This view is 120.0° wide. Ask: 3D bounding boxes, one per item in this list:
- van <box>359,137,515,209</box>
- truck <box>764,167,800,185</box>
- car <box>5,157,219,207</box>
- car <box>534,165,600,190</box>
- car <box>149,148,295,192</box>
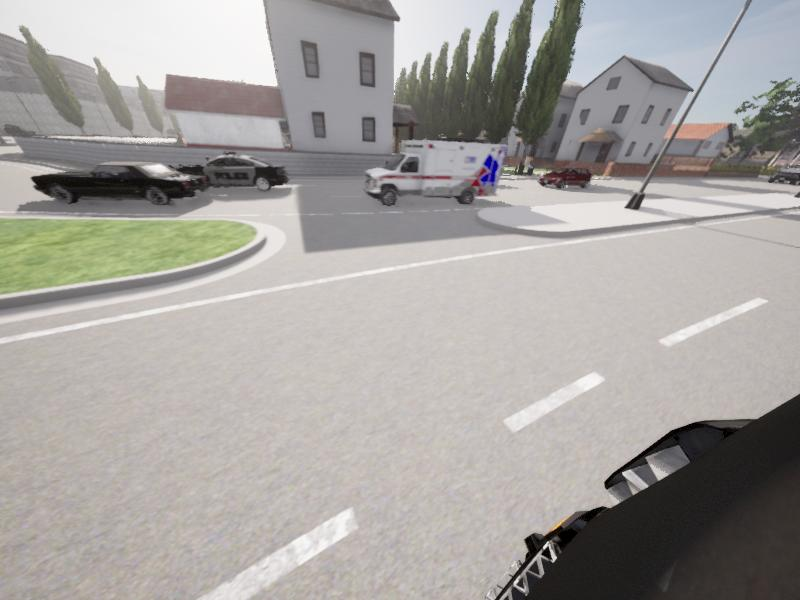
[{"bbox_3d":[1.572,-5.888,10.739,6.366,2.431,2.351,-9,35,-17],"label":"van"},{"bbox_3d":[57.671,-18.208,33.958,6.274,2.098,2.390,-11,36,-19],"label":"truck"},{"bbox_3d":[-10.100,-4.407,8.622,4.718,1.301,1.895,-2,34,-7],"label":"car"},{"bbox_3d":[13.068,-9.628,18.127,4.193,1.474,1.816,-11,36,-19],"label":"car"},{"bbox_3d":[-8.438,-6.533,11.637,5.238,1.638,1.930,-4,34,-10],"label":"car"}]
